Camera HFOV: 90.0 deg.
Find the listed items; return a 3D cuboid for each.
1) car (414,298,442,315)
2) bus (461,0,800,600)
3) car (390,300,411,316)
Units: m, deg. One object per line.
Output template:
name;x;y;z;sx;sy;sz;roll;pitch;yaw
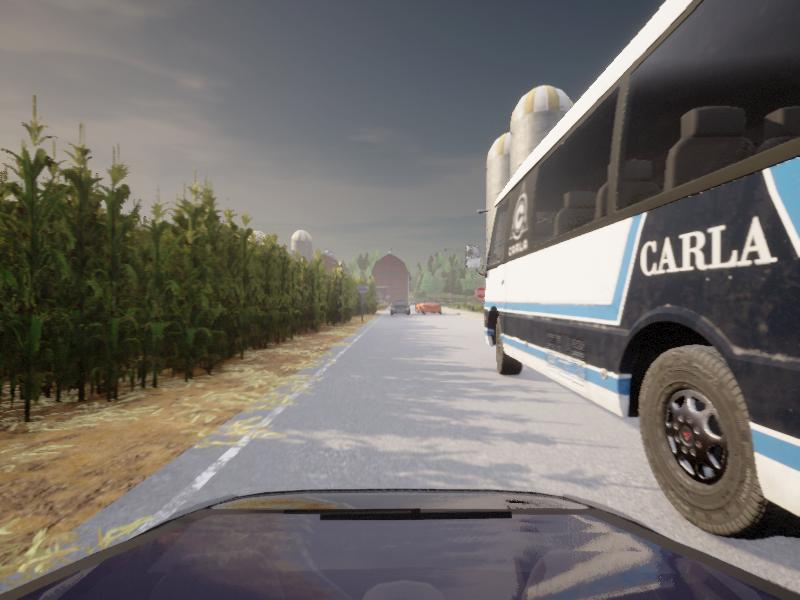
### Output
car;3.049;0.675;44.233;2.097;1.767;4.553;0;0;-9
bus;3.426;-0.536;4.972;3.944;4.253;10.273;0;0;1
car;-0.011;0.817;40.487;2.038;1.542;4.974;0;-1;-1
